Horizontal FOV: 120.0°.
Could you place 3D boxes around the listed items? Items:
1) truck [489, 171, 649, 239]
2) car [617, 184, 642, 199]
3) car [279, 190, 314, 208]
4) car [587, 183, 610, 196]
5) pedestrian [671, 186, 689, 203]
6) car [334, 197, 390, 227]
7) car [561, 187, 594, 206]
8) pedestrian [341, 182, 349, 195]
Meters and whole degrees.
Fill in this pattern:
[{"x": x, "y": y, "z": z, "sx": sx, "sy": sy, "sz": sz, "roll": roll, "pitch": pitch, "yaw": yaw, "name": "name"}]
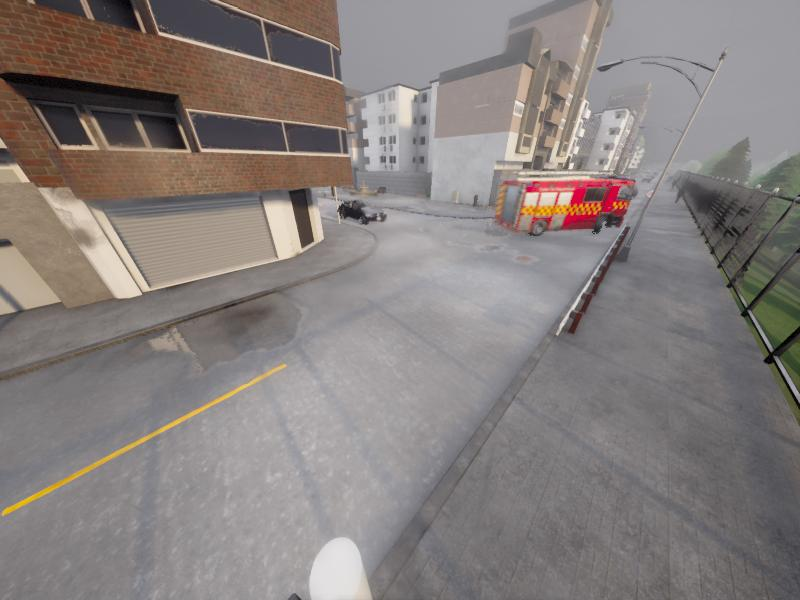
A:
[{"x": 11.238, "y": -6.734, "z": 16.053, "sx": 8.468, "sy": 3.827, "sz": 2.891, "roll": -5, "pitch": 31, "yaw": -9, "name": "truck"}, {"x": 35.882, "y": -17.031, "z": 36.086, "sx": 4.856, "sy": 1.649, "sz": 2.033, "roll": -27, "pitch": 39, "yaw": -38, "name": "car"}, {"x": -12.764, "y": -12.456, "z": 28.294, "sx": 4.892, "sy": 1.490, "sz": 1.837, "roll": 26, "pitch": 39, "yaw": 38, "name": "car"}, {"x": 33.416, "y": -18.606, "z": 38.860, "sx": 5.366, "sy": 1.575, "sz": 1.801, "roll": -26, "pitch": 39, "yaw": -38, "name": "car"}, {"x": 35.264, "y": -13.275, "z": 29.089, "sx": 0.751, "sy": 1.860, "sz": 0.751, "roll": -26, "pitch": 39, "yaw": -37, "name": "pedestrian"}, {"x": -3.345, "y": -7.696, "z": 19.922, "sx": 2.152, "sy": 1.651, "sz": 5.027, "roll": -24, "pitch": 38, "yaw": -35, "name": "car"}, {"x": 22.786, "y": -13.386, "z": 29.605, "sx": 4.553, "sy": 1.767, "sz": 2.097, "roll": -27, "pitch": 39, "yaw": -38, "name": "car"}, {"x": -8.697, "y": -17.726, "z": 36.799, "sx": 0.751, "sy": 1.860, "sz": 0.751, "roll": 26, "pitch": 39, "yaw": 37, "name": "pedestrian"}]
